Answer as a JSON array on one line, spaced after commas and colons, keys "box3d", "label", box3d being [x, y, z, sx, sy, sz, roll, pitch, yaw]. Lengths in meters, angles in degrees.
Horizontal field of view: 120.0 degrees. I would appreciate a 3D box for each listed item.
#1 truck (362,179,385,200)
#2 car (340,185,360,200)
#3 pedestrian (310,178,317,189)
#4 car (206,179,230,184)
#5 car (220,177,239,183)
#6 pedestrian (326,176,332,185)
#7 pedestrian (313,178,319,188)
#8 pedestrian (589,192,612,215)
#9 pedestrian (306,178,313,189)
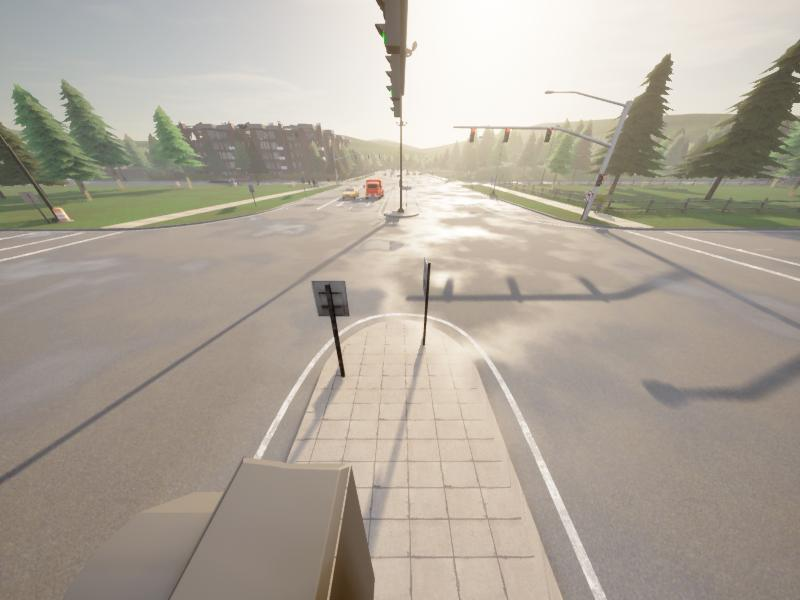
[{"box3d": [-3.776, -16.286, 33.841, 2.627, 2.467, 5.204, 0, 30, 0], "label": "truck"}, {"box3d": [-7.276, -15.886, 34.078, 1.801, 1.575, 5.366, 0, 30, 0], "label": "car"}, {"box3d": [-17.576, -23.754, 47.035, 0.751, 1.860, 0.751, 3, 30, 4], "label": "pedestrian"}, {"box3d": [-48.174, -31.393, 61.185, 4.718, 1.301, 1.895, 0, 30, 0], "label": "car"}, {"box3d": [-47.221, -33.262, 64.149, 3.633, 1.501, 1.845, 0, 30, 0], "label": "car"}, {"box3d": [-17.390, -29.232, 56.524, 0.751, 1.860, 0.751, 3, 30, 6], "label": "pedestrian"}, {"box3d": [-17.443, -24.359, 48.083, 0.751, 1.860, 0.751, 3, 30, 5], "label": "pedestrian"}, {"box3d": [18.432, -8.857, 21.234, 0.751, 1.860, 0.751, 1, 30, 2], "label": "pedestrian"}, {"box3d": [-18.368, -23.710, 46.960, 0.751, 1.860, 0.751, 1, 30, 2], "label": "pedestrian"}]
